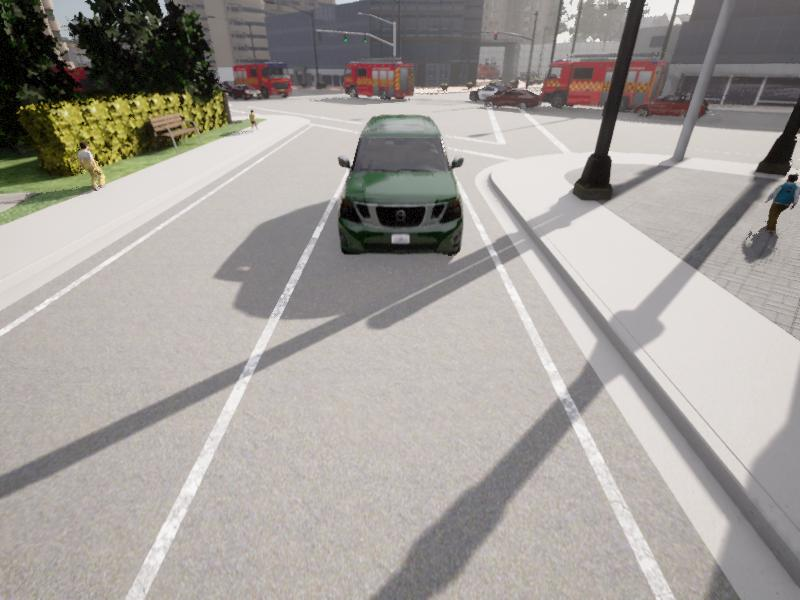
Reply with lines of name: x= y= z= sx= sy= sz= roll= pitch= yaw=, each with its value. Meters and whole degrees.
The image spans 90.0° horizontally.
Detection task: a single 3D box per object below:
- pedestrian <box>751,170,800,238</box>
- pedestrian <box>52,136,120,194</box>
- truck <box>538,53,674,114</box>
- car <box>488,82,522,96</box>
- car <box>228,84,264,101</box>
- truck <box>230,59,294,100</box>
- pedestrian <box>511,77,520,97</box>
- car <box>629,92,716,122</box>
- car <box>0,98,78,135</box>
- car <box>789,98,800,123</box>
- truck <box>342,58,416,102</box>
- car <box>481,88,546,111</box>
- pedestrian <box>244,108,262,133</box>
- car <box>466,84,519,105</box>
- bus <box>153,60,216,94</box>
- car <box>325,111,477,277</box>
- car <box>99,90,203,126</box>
pedestrian: x=7.312 y=-1.832 z=7.632 sx=0.500 sy=1.100 sz=0.500 roll=14 pitch=33 yaw=23
pedestrian: x=-8.138 y=-3.515 z=10.437 sx=0.751 sy=1.300 sz=0.751 roll=-1 pitch=30 yaw=-2
truck: x=15.867 y=-17.203 z=31.705 sx=2.891 sy=3.827 sz=8.468 roll=-27 pitch=39 yaw=-38
car: x=13.287 y=-26.704 z=50.506 sx=4.181 sy=1.385 sz=1.994 roll=-27 pitch=39 yaw=-38
car: x=-16.728 y=-22.592 z=43.519 sx=1.970 sy=1.475 sz=3.806 roll=-26 pitch=39 yaw=-37
truck: x=-16.148 y=-25.775 z=46.709 sx=2.891 sy=3.827 sz=8.468 roll=-27 pitch=39 yaw=-38
pedestrian: x=12.893 y=-23.749 z=44.603 sx=0.751 sy=1.860 sz=0.751 roll=6 pitch=31 yaw=11
car: x=17.804 y=-12.728 z=26.298 sx=1.816 sy=1.474 sz=4.193 roll=-27 pitch=39 yaw=-38
car: x=-20.844 y=-9.951 z=21.639 sx=4.792 sy=1.488 sz=2.163 roll=-26 pitch=39 yaw=-37
car: x=26.006 y=-11.098 z=23.451 sx=4.181 sy=1.385 sz=1.994 roll=26 pitch=39 yaw=38
truck: x=-2.426 y=-23.915 z=43.341 sx=2.891 sy=3.827 sz=8.468 roll=-27 pitch=39 yaw=-38
car: x=9.321 y=-16.584 z=33.057 sx=4.674 sy=1.442 sz=1.812 roll=20 pitch=36 yaw=31
pedestrian: x=-7.373 y=-9.022 z=20.081 sx=0.500 sy=1.100 sz=0.500 roll=8 pitch=31 yaw=13
car: x=8.950 y=-20.214 z=39.209 sx=2.038 sy=1.542 sz=4.974 roll=-18 pitch=35 yaw=-29
bus: x=-33.209 y=-34.298 z=61.558 sx=10.273 sy=4.253 sz=3.944 roll=23 pitch=37 yaw=35
car: x=0.021 y=-2.664 z=8.580 sx=2.150 sy=2.045 sz=5.566 roll=0 pitch=30 yaw=0
car: x=-15.882 y=-12.451 z=25.789 sx=5.027 sy=1.651 sz=2.152 roll=-26 pitch=39 yaw=-37
